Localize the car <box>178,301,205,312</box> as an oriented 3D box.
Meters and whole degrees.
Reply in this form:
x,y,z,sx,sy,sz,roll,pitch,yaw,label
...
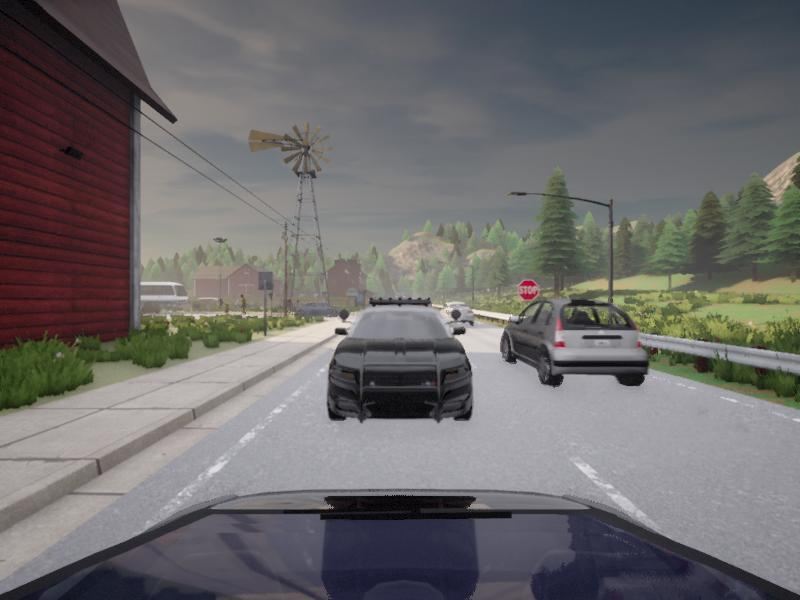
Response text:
x,y,z,sx,sy,sz,roll,pitch,yaw,label
-28.795,0.823,55.421,1.784,1.438,3.905,0,0,0,car

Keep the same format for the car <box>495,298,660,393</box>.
x,y,z,sx,sy,sz,roll,pitch,yaw,label
3.504,0.781,8.812,1.851,1.617,3.988,0,0,0,car

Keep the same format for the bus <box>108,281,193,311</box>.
x,y,z,sx,sy,sz,roll,pitch,yaw,label
-37.472,-0.583,60.350,10.273,4.253,3.944,0,0,-1,bus

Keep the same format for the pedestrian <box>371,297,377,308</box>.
x,y,z,sx,sy,sz,roll,pitch,yaw,label
-4.224,0.436,65.692,0.751,1.860,0.751,0,0,11,pedestrian

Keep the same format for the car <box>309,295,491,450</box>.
x,y,z,sx,sy,sz,roll,pitch,yaw,label
0.001,0.765,6.855,1.930,1.638,5.238,0,0,0,car

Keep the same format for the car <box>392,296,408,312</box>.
x,y,z,sx,sy,sz,roll,pitch,yaw,label
0.000,0.522,57.019,2.150,2.045,5.566,0,1,0,car

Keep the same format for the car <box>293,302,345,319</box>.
x,y,z,sx,sy,sz,roll,pitch,yaw,label
-6.972,0.881,34.891,4.181,1.385,1.994,0,0,-2,car

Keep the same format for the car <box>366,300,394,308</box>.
x,y,z,sx,sy,sz,roll,pitch,yaw,label
-3.969,0.763,77.757,5.366,1.575,1.801,0,0,-8,car

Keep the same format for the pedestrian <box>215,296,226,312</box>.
x,y,z,sx,sy,sz,roll,pitch,yaw,label
-20.378,0.451,45.434,0.751,1.860,0.751,0,0,20,pedestrian

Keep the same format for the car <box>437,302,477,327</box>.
x,y,z,sx,sy,sz,roll,pitch,yaw,label
3.501,0.851,25.359,1.812,1.442,4.674,0,0,0,car

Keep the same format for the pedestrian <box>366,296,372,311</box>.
x,y,z,sx,sy,sz,roll,pitch,yaw,label
-3.956,0.447,50.740,0.751,1.860,0.751,0,0,-1,pedestrian

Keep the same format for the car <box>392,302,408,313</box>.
x,y,z,sx,sy,sz,roll,pitch,yaw,label
0.002,0.907,49.493,1.895,1.301,4.718,0,0,0,car

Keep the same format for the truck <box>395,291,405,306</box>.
x,y,z,sx,sy,sz,roll,pitch,yaw,label
-0.002,-0.407,112.815,2.891,3.827,8.468,0,0,0,truck

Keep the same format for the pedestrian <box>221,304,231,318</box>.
x,y,z,sx,sy,sz,roll,pitch,yaw,label
-13.334,0.842,30.653,0.500,1.100,0.500,0,0,2,pedestrian

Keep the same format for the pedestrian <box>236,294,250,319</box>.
x,y,z,sx,sy,sz,roll,pitch,yaw,label
-11.773,0.462,30.024,0.751,1.860,0.751,0,0,-1,pedestrian
